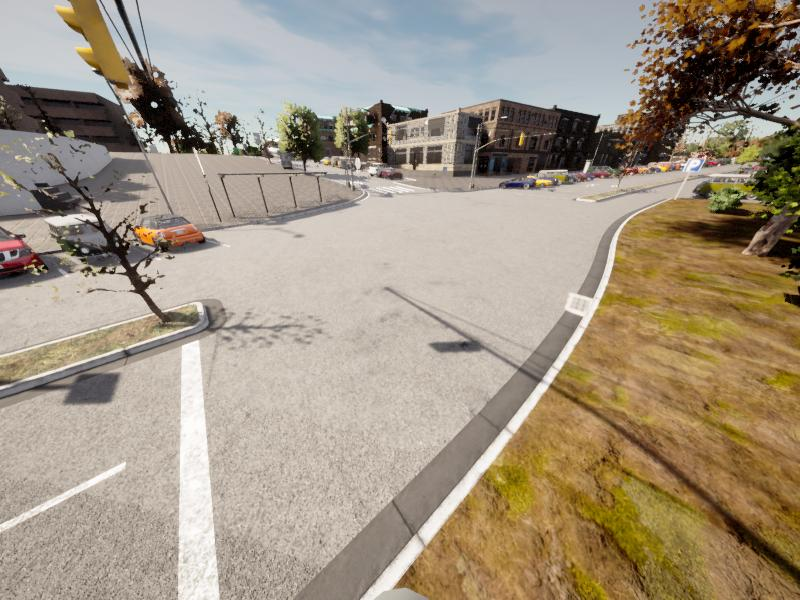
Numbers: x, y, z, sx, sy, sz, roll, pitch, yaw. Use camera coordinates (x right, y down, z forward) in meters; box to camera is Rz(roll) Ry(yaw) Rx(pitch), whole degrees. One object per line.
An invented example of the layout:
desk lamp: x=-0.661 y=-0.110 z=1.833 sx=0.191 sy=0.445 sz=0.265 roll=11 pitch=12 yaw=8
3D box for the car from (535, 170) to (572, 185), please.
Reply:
car: x=24.186 y=-19.390 z=36.497 sx=4.442 sy=1.987 sz=1.878 roll=19 pitch=36 yaw=31

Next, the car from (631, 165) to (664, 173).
car: x=57.558 y=-30.497 z=53.847 sx=5.008 sy=1.535 sz=2.097 roll=22 pitch=37 yaw=35

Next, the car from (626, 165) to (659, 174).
car: x=54.944 y=-29.664 z=52.587 sx=4.892 sy=1.521 sz=2.231 roll=22 pitch=38 yaw=35

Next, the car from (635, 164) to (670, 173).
car: x=60.044 y=-31.365 z=55.174 sx=5.366 sy=1.575 sz=1.946 roll=22 pitch=38 yaw=35

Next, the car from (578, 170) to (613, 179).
car: x=36.781 y=-23.674 z=43.552 sx=4.674 sy=1.452 sz=2.002 roll=20 pitch=37 yaw=33

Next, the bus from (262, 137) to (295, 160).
bus: x=-31.424 y=-39.045 z=59.506 sx=3.944 sy=4.253 sz=10.273 roll=-23 pitch=42 yaw=-34

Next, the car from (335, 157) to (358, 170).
car: x=-10.866 y=-27.919 z=47.185 sx=1.878 sy=1.987 sz=4.442 roll=21 pitch=37 yaw=23

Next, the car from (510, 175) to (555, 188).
car: x=19.246 y=-17.332 z=33.735 sx=5.366 sy=1.575 sz=1.946 roll=18 pitch=36 yaw=31

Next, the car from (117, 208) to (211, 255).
car: x=-13.789 y=-4.164 z=13.541 sx=4.553 sy=1.767 sz=2.185 roll=15 pitch=35 yaw=27

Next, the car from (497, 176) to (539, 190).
car: x=16.543 y=-16.502 z=32.563 sx=4.792 sy=1.488 sz=2.163 roll=18 pitch=36 yaw=31

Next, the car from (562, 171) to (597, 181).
car: x=31.680 y=-21.906 z=40.851 sx=4.674 sy=1.452 sz=2.002 roll=19 pitch=36 yaw=32

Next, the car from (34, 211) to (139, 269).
car: x=-16.054 y=-3.211 z=11.856 sx=4.442 sy=1.987 sz=1.878 roll=15 pitch=34 yaw=27

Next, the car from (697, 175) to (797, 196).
car: x=35.730 y=-12.037 z=24.127 sx=5.366 sy=1.575 sz=1.946 roll=21 pitch=37 yaw=31

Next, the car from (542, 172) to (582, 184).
car: x=26.611 y=-20.140 z=38.075 sx=4.892 sy=1.521 sz=2.231 roll=19 pitch=36 yaw=32

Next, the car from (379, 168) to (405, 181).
car: x=-1.231 y=-20.775 z=38.067 sx=2.002 sy=1.452 sz=4.674 roll=21 pitch=37 yaw=23

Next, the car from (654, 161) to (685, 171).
car: x=68.170 y=-33.897 z=58.556 sx=4.442 sy=1.987 sz=1.878 roll=22 pitch=38 yaw=35

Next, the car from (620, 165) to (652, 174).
car: x=52.328 y=-28.939 z=51.258 sx=4.553 sy=1.767 sz=2.185 roll=21 pitch=38 yaw=34

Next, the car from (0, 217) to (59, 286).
car: x=-18.453 y=-2.226 z=10.271 sx=5.566 sy=2.045 sz=2.435 roll=15 pitch=34 yaw=27

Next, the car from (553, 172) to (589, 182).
car: x=29.144 y=-21.005 z=39.471 sx=4.674 sy=1.452 sz=2.002 roll=19 pitch=37 yaw=32

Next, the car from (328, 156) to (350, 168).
car: x=-12.791 y=-29.317 z=49.059 sx=1.878 sy=1.987 sz=4.442 roll=21 pitch=37 yaw=23

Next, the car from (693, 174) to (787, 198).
car: x=33.092 y=-11.306 z=22.797 sx=4.553 sy=1.767 sz=2.185 roll=20 pitch=37 yaw=31

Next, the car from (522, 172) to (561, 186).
car: x=21.562 y=-18.424 z=35.211 sx=4.553 sy=1.767 sz=2.185 roll=19 pitch=36 yaw=31

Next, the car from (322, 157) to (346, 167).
car: x=-14.577 y=-30.665 z=51.280 sx=1.946 sy=1.575 sz=5.366 roll=21 pitch=37 yaw=23

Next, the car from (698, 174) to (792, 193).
car: x=37.900 y=-13.039 z=25.682 sx=5.366 sy=1.575 sz=1.946 roll=21 pitch=38 yaw=31

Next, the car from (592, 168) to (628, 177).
car: x=41.921 y=-25.455 z=46.197 sx=5.008 sy=1.535 sz=2.097 roll=20 pitch=37 yaw=33

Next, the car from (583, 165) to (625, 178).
car: x=39.365 y=-24.796 z=44.732 sx=5.566 sy=2.045 sz=2.435 roll=20 pitch=37 yaw=33

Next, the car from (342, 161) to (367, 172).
car: x=-8.914 y=-26.385 z=45.522 sx=2.231 sy=1.521 sz=4.892 roll=21 pitch=37 yaw=23

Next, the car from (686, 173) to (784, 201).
car: x=30.571 y=-10.506 z=21.390 sx=4.442 sy=1.987 sz=1.878 roll=20 pitch=38 yaw=31

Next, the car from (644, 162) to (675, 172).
car: x=62.903 y=-32.281 z=56.119 sx=4.442 sy=1.987 sz=1.878 roll=22 pitch=38 yaw=35

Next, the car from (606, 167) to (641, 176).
car: x=47.102 y=-27.159 z=48.787 sx=5.008 sy=1.535 sz=2.097 roll=21 pitch=38 yaw=34

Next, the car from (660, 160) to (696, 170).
car: x=73.317 y=-35.569 z=61.045 sx=5.566 sy=2.045 sz=2.435 roll=22 pitch=38 yaw=36

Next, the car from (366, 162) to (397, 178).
car: x=-3.124 y=-22.424 z=39.795 sx=2.435 sy=2.045 sz=5.566 roll=21 pitch=37 yaw=23
